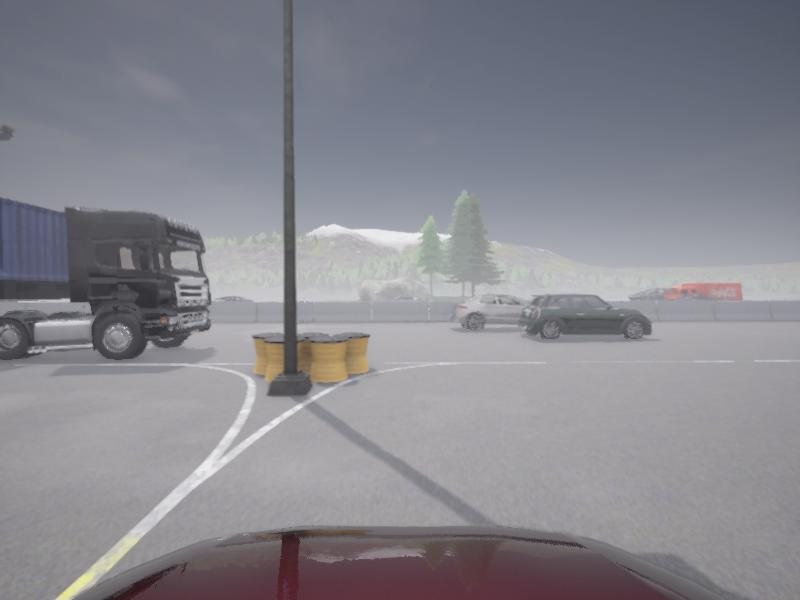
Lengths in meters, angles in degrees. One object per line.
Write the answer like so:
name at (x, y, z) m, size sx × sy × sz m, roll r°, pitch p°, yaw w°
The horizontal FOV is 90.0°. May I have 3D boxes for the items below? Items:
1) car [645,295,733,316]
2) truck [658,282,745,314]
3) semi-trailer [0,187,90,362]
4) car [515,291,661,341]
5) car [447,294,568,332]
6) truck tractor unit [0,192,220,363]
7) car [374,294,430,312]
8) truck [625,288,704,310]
car at (21.149, 0.369, 29.444) m, size 4.902 × 1.511 × 2.128 m, roll 0°, pitch 1°, yaw -1°
truck at (24.794, -0.192, 33.063) m, size 5.204 × 2.467 × 2.627 m, roll 0°, pitch 1°, yaw -2°
semi-trailer at (-17.031, -0.637, 11.249) m, size 14.254 × 4.402 × 2.717 m, roll 0°, pitch 1°, yaw -1°
car at (6.945, 0.541, 15.202) m, size 4.553 × 1.767 × 2.097 m, roll 0°, pitch 1°, yaw -1°
car at (4.857, 0.565, 18.669) m, size 5.027 × 1.651 × 2.152 m, roll 0°, pitch 1°, yaw -1°
truck tractor unit at (-9.117, -0.566, 11.413) m, size 6.516 × 4.208 × 3.053 m, roll 0°, pitch 1°, yaw -1°
car at (0.217, 0.257, 37.172) m, size 4.974 × 1.542 × 2.038 m, roll 0°, pitch 1°, yaw 9°
truck at (26.342, -0.145, 40.025) m, size 6.274 × 2.098 × 2.390 m, roll 0°, pitch 1°, yaw -1°
